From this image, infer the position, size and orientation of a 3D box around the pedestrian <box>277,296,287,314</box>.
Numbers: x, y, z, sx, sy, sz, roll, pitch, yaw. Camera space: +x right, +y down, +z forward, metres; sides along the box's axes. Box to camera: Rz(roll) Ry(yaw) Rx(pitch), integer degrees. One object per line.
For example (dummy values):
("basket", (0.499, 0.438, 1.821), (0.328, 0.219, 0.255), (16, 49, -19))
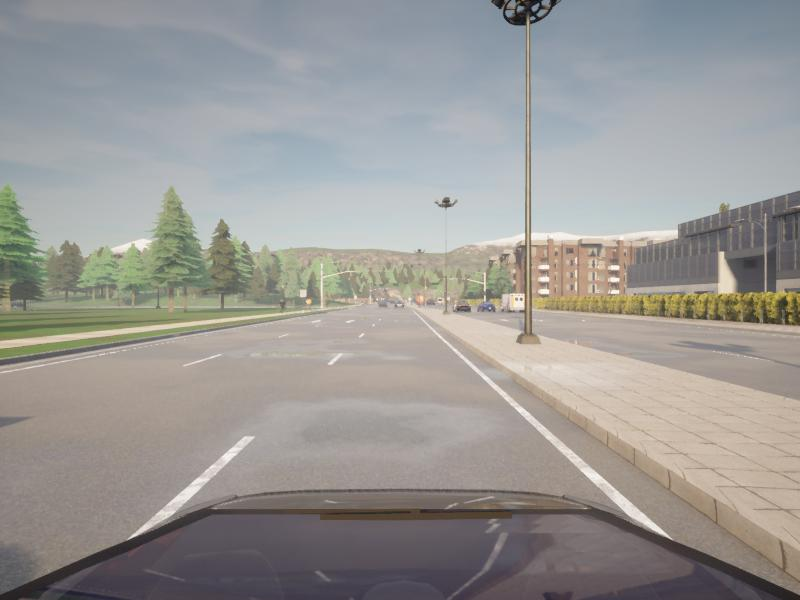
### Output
("pedestrian", (-12.368, 0.522, 41.992), (0.751, 1.860, 0.751), (0, 0, 2))

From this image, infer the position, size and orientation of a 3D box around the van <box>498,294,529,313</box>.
("van", (15.255, 0.426, 54.148), (2.351, 2.431, 6.366), (0, 0, 0))

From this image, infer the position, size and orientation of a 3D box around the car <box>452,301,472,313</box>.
("car", (8.250, 0.874, 53.841), (2.038, 1.542, 4.974), (0, 0, 1))

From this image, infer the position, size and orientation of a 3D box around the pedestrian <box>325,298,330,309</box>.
("pedestrian", (-11.794, 0.542, 65.176), (0.751, 1.860, 0.751), (0, 0, 2))

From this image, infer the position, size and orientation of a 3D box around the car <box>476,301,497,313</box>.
("car", (11.755, 0.918, 54.568), (1.812, 1.442, 4.674), (0, 0, 0))

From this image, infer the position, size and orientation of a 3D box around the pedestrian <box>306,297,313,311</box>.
("pedestrian", (-12.079, 0.532, 53.208), (0.751, 1.860, 0.751), (0, 0, 2))
